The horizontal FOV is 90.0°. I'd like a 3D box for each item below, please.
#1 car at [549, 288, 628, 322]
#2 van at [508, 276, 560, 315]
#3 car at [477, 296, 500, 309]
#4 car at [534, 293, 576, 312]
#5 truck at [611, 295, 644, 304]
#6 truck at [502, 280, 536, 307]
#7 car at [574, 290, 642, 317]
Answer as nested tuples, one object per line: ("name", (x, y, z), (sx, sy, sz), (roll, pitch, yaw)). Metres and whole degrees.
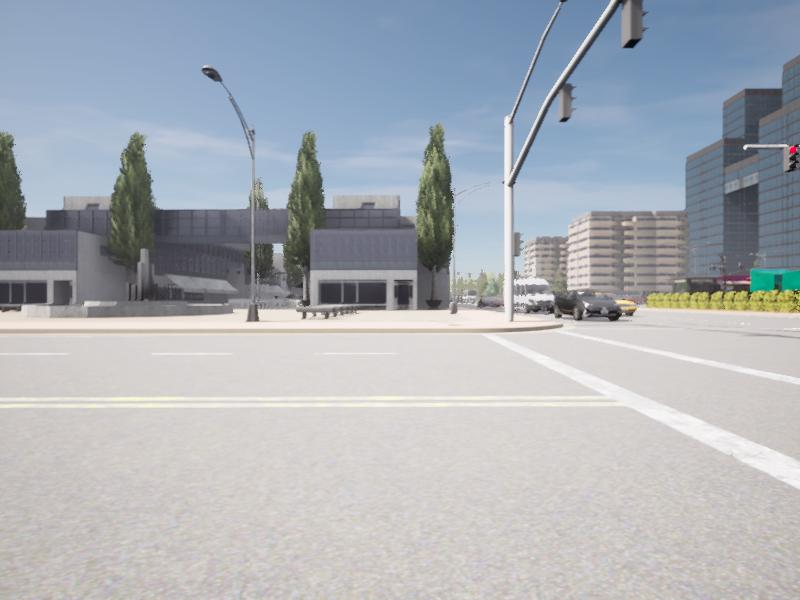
("car", (9.263, 0.227, 20.150), (2.007, 1.525, 4.514), (0, 0, 3))
("van", (9.607, -0.280, 29.257), (1.988, 2.561, 5.915), (0, 0, 2))
("car", (10.341, 0.267, 46.959), (1.812, 1.442, 4.674), (0, 0, 2))
("car", (13.347, 0.199, 34.911), (1.801, 1.575, 5.366), (0, 0, 2))
("truck", (52.010, -0.071, 91.616), (6.274, 2.098, 2.390), (0, 0, 1))
("truck", (17.961, -0.924, 61.090), (2.891, 3.827, 8.468), (0, 0, 2))
("car", (12.991, 0.199, 25.449), (1.801, 1.575, 5.366), (0, 0, 3))
